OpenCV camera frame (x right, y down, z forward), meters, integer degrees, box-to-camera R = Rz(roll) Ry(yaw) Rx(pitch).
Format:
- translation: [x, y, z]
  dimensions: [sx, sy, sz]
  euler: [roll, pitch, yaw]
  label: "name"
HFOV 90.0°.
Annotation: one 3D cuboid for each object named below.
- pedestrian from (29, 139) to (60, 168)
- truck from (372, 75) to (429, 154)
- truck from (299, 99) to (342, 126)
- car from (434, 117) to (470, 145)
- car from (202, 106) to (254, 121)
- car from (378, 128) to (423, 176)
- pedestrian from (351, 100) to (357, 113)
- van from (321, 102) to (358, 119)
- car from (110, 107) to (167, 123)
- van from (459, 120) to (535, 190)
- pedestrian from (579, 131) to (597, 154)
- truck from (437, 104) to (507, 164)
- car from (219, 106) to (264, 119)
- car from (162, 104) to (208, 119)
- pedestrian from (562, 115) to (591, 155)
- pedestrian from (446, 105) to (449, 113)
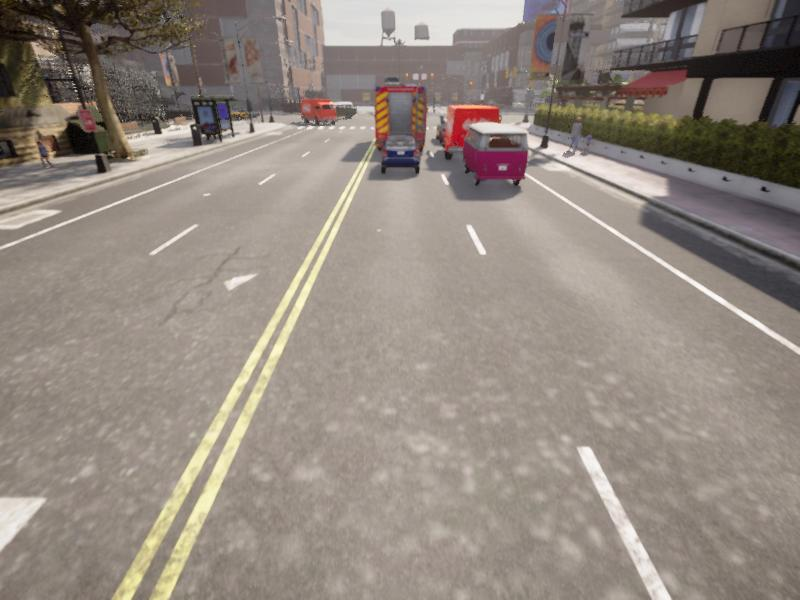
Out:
- translation: [-15.086, -6.215, 17.000]
  dimensions: [0.500, 1.100, 0.500]
  euler: [0, 27, 1]
  label: "pedestrian"
- translation: [0.032, -11.722, 25.080]
  dimensions: [2.891, 3.827, 8.468]
  euler: [0, 27, 0]
  label: "truck"
- translation: [-8.570, -20.118, 42.787]
  dimensions: [2.627, 2.467, 5.204]
  euler: [-15, 31, -28]
  label: "truck"
- translation: [3.528, -11.783, 27.754]
  dimensions: [1.970, 1.475, 3.806]
  euler: [0, 27, 0]
  label: "car"
- translation: [-21.094, -22.908, 49.134]
  dimensions: [5.366, 1.575, 1.801]
  euler: [1, 27, 1]
  label: "car"
- translation: [0.020, -6.618, 17.681]
  dimensions: [1.789, 1.549, 3.705]
  euler: [0, 27, 0]
  label: "car"
- translation: [-7.268, -30.617, 63.366]
  dimensions: [0.751, 1.860, 0.751]
  euler: [2, 27, 4]
  label: "pedestrian"
- translation: [-7.799, -24.664, 52.042]
  dimensions: [4.480, 2.038, 2.069]
  euler: [0, 27, 0]
  label: "van"
- translation: [-30.410, -21.608, 46.663]
  dimensions: [5.008, 1.535, 2.097]
  euler: [0, 27, 0]
  label: "car"
- translation: [3.519, -5.739, 15.513]
  dimensions: [1.775, 1.987, 4.442]
  euler: [0, 27, 0]
  label: "van"
- translation: [9.837, -8.251, 20.956]
  dimensions: [0.500, 1.100, 0.500]
  euler: [0, 27, -1]
  label: "pedestrian"
- translation: [3.523, -8.854, 21.003]
  dimensions: [2.627, 2.467, 5.204]
  euler: [0, 27, 0]
  label: "truck"
- translation: [-20.663, -24.489, 52.272]
  dimensions: [4.902, 1.511, 2.128]
  euler: [0, 27, 1]
  label: "car"
- translation: [-28.064, -24.650, 52.270]
  dimensions: [4.553, 1.767, 2.097]
  euler: [0, 27, 1]
  label: "car"
- translation: [9.130, -8.573, 20.750]
  dimensions: [0.751, 1.860, 0.751]
  euler: [-3, 27, -5]
  label: "pedestrian"
- translation: [7.623, -30.694, 64.354]
  dimensions: [0.500, 1.100, 0.500]
  euler: [5, 28, 9]
  label: "pedestrian"
